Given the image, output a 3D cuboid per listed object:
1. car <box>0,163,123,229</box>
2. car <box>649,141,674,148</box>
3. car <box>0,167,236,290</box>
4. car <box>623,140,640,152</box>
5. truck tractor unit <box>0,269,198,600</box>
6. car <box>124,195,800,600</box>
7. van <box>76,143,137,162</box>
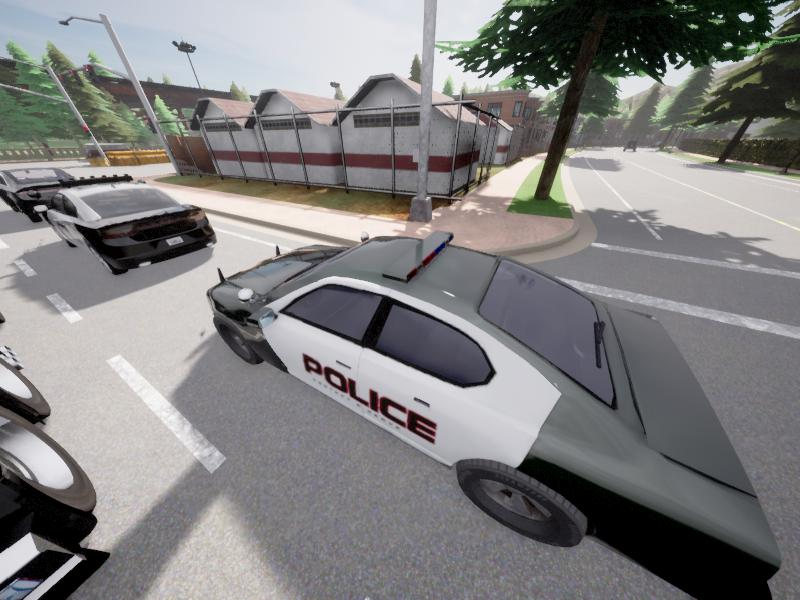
[{"bbox_3d":[-13.222,-4.062,8.602,4.902,1.511,2.128,18,39,24],"label":"car"},{"bbox_3d":[69.863,-41.516,61.757,5.357,1.411,2.033,-12,36,-16],"label":"car"},{"bbox_3d":[-6.794,-2.071,5.582,5.238,1.638,1.930,18,39,24],"label":"car"},{"bbox_3d":[47.284,-31.541,47.205,1.905,1.878,3.866,25,42,32],"label":"car"},{"bbox_3d":[-5.120,-0.292,0.766,6.516,4.208,3.053,18,39,24],"label":"truck tractor unit"},{"bbox_3d":[-0.159,0.085,2.536,4.974,1.542,2.038,17,39,24],"label":"car"},{"bbox_3d":[-39.635,-20.079,31.371,1.775,1.987,4.442,16,38,22],"label":"van"}]
